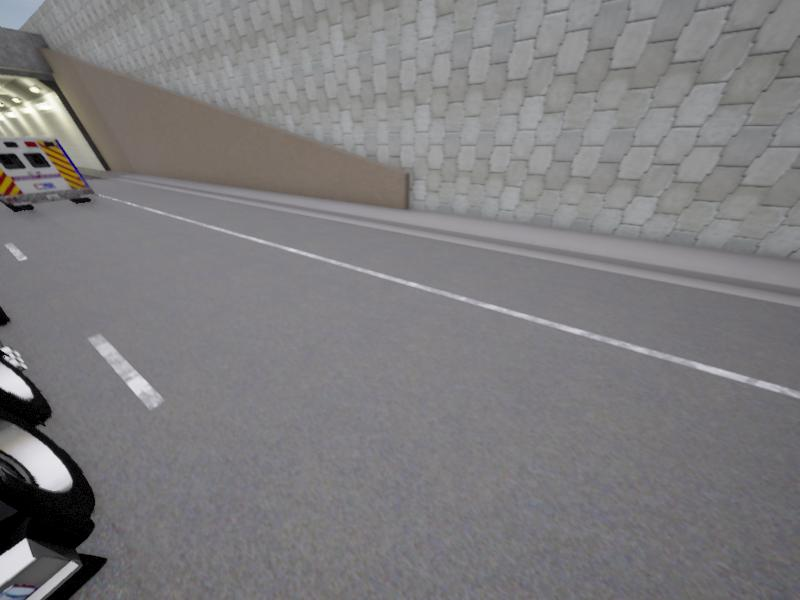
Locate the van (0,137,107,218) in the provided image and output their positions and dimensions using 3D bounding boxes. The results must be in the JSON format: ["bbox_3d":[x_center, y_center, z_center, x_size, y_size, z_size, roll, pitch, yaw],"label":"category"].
[{"bbox_3d":[-16.219,-5.478,9.923,6.366,2.431,2.351,18,39,24],"label":"van"}]

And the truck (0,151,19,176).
[{"bbox_3d":[-37.215,-12.876,19.545,8.468,3.827,2.891,18,39,24],"label":"truck"}]

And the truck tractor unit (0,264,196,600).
[{"bbox_3d":[-5.112,-0.298,0.790,6.516,4.208,3.053,18,39,24],"label":"truck tractor unit"}]
